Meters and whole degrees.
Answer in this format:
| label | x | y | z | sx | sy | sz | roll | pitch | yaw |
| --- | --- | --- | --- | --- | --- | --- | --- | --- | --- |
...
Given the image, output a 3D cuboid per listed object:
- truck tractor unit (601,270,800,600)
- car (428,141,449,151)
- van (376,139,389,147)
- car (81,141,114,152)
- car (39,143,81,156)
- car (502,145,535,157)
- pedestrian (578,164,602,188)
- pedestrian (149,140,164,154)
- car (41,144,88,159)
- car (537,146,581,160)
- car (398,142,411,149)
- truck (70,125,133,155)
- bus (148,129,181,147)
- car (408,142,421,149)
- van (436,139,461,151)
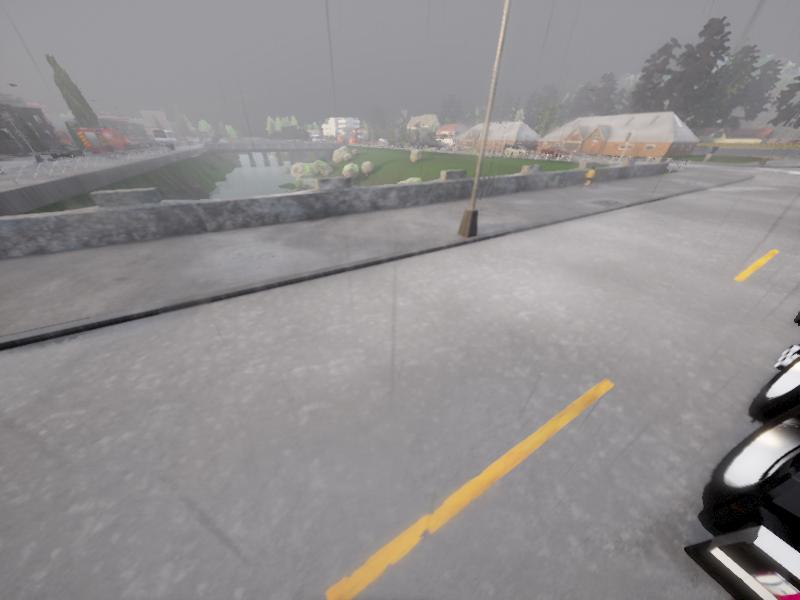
| label | x | y | z | sx | sy | sz | roll | pitch | yaw |
| --- | --- | --- | --- | --- | --- | --- | --- | --- | --- |
| truck tractor unit | 5.119 | -0.293 | 0.769 | 6.516 | 4.208 | 3.053 | -18 | 39 | -24 |
| car | 9.241 | -37.451 | 56.093 | 2.150 | 2.045 | 5.566 | -17 | 38 | -23 |
| van | -6.670 | -59.157 | 86.794 | 2.351 | 2.431 | 6.366 | -17 | 38 | -23 |
| car | -57.770 | -29.420 | 44.320 | 1.930 | 1.638 | 5.238 | -17 | 38 | -23 |
| car | -51.770 | -23.055 | 35.325 | 1.851 | 1.617 | 3.988 | -17 | 38 | -23 |
| car | 20.247 | -25.636 | 39.672 | 2.007 | 1.525 | 4.514 | -17 | 38 | -23 |
| pedestrian | 10.353 | -6.754 | 12.609 | 0.500 | 1.100 | 0.500 | -17 | 39 | -24 |
| pedestrian | -38.697 | -24.290 | 36.704 | 0.751 | 1.860 | 0.751 | -12 | 37 | -16 |
| car | -43.951 | -19.577 | 30.446 | 1.816 | 1.474 | 4.193 | -17 | 39 | -23 |
| car | 23.641 | -22.100 | 34.614 | 1.882 | 1.535 | 5.008 | -17 | 38 | -23 |
| car | 1.271 | -45.629 | 68.225 | 1.851 | 1.617 | 3.988 | -17 | 38 | -23 |
| truck | -50.378 | -27.326 | 39.458 | 2.891 | 3.827 | 8.468 | -17 | 38 | -23 |
| bus | -70.702 | -48.750 | 69.681 | 3.944 | 4.253 | 10.273 | -17 | 38 | -23 |
| car | 4.367 | -47.126 | 70.448 | 1.816 | 1.474 | 4.193 | -17 | 38 | -23 |
| van | 12.119 | -39.353 | 58.518 | 2.351 | 2.431 | 6.366 | -17 | 38 | -23 |
